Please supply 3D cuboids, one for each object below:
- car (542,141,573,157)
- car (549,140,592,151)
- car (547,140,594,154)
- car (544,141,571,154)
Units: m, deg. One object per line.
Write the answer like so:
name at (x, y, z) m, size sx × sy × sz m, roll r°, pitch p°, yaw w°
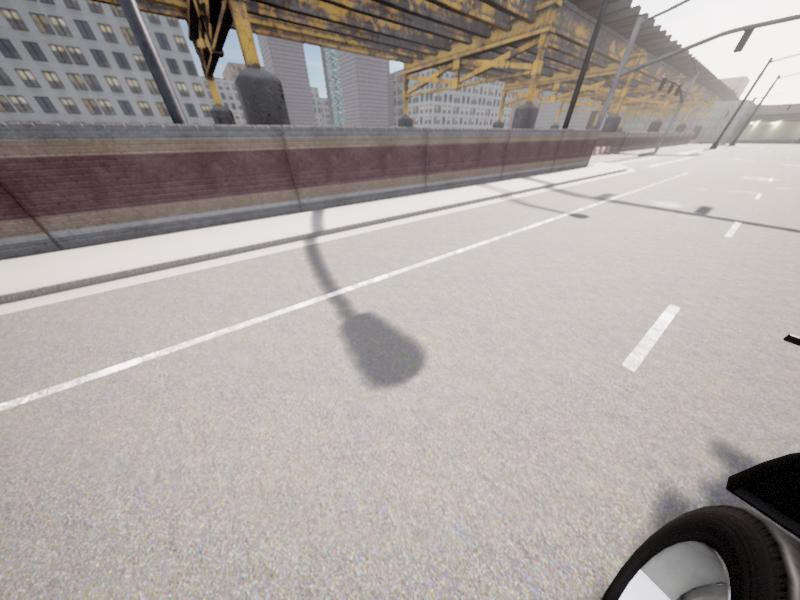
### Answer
car at (20.180, -19.573, 29.807) m, size 2.038 × 1.542 × 4.974 m, roll 11°, pitch 37°, yaw 15°
car at (24.068, -21.879, 32.733) m, size 4.536 × 1.218 × 1.853 m, roll -4°, pitch 36°, yaw -5°
car at (24.121, -21.755, 32.830) m, size 4.974 × 1.542 × 2.038 m, roll -4°, pitch 36°, yaw -5°
car at (20.195, -19.730, 29.756) m, size 1.853 × 1.218 × 4.536 m, roll 11°, pitch 37°, yaw 15°
